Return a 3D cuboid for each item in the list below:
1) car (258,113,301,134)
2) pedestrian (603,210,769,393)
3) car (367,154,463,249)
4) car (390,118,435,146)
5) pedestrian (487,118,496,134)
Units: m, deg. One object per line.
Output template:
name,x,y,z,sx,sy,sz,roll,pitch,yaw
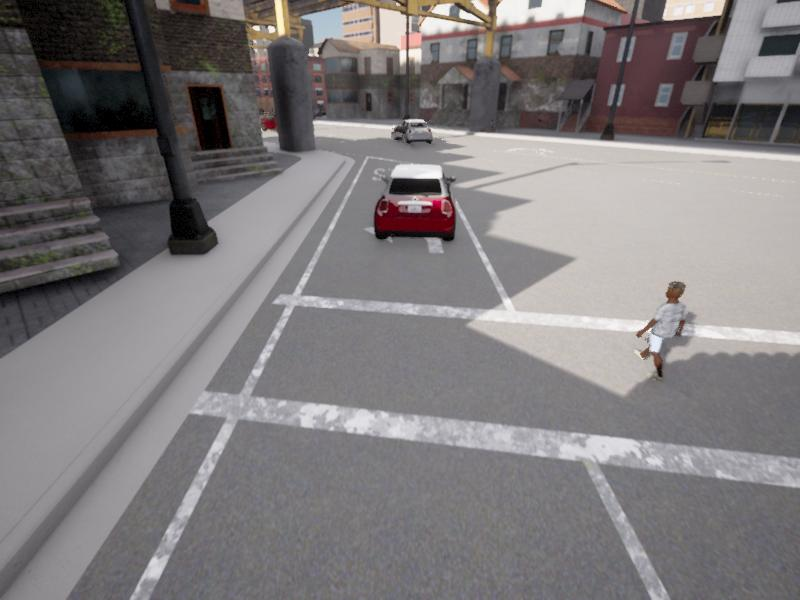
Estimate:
car,-10.998,-16.139,36.457,1.816,1.474,4.193,-24,36,-39
pedestrian,3.059,0.024,4.484,0.751,1.860,0.751,-5,28,-9
car,0.457,-2.695,10.256,1.970,1.475,3.806,2,27,4
car,0.797,-11.945,28.274,1.970,1.475,3.806,-8,28,-15
pedestrian,7.511,-14.304,32.891,0.500,1.100,0.500,11,29,21
